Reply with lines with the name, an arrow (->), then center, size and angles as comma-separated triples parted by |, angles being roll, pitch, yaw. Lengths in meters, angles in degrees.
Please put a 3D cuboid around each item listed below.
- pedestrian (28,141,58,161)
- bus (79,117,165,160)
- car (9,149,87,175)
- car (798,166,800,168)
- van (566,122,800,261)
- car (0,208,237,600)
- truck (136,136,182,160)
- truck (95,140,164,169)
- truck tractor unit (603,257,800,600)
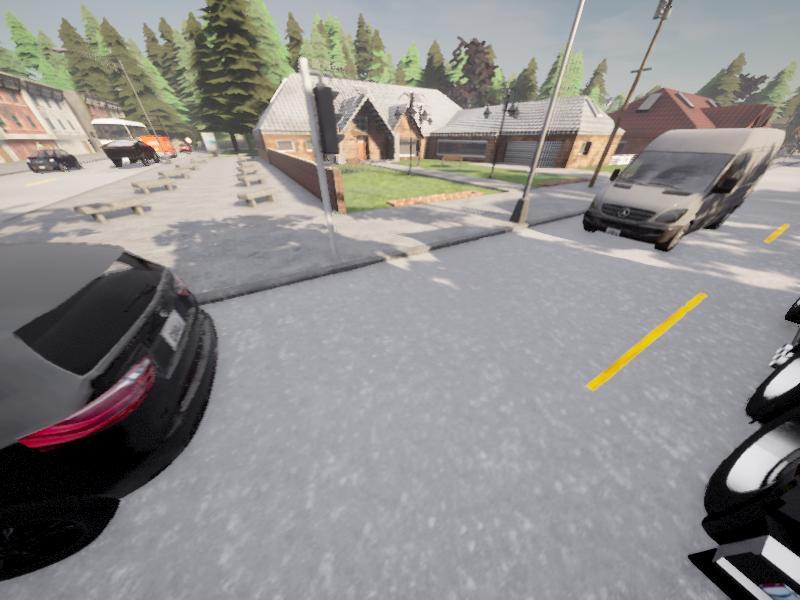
pedestrian -> -39.408, -16.483, 25.513 | 0.751, 1.860, 0.751 | -12, 37, -17
bus -> -37.525, -22.319, 32.043 | 3.944, 4.253, 10.273 | -18, 39, -24
car -> -27.558, -11.052, 18.319 | 1.845, 1.501, 3.633 | -18, 39, -24
car -> 44.494, -14.656, 24.225 | 4.181, 1.385, 1.994 | -18, 39, -24
van -> 7.956, -3.257, 6.525 | 5.915, 2.561, 1.988 | -17, 39, -24
car -> -3.967, 0.854, 1.280 | 4.611, 1.667, 2.242 | -16, 38, -22
truck -> -31.966, -20.457, 30.969 | 2.627, 2.467, 5.204 | -18, 39, -24
truck -> -26.089, -14.416, 22.666 | 2.390, 2.098, 6.274 | -18, 39, -24
truck tractor unit -> 5.096, -0.316, 0.796 | 6.516, 4.208, 3.053 | -19, 39, -25
